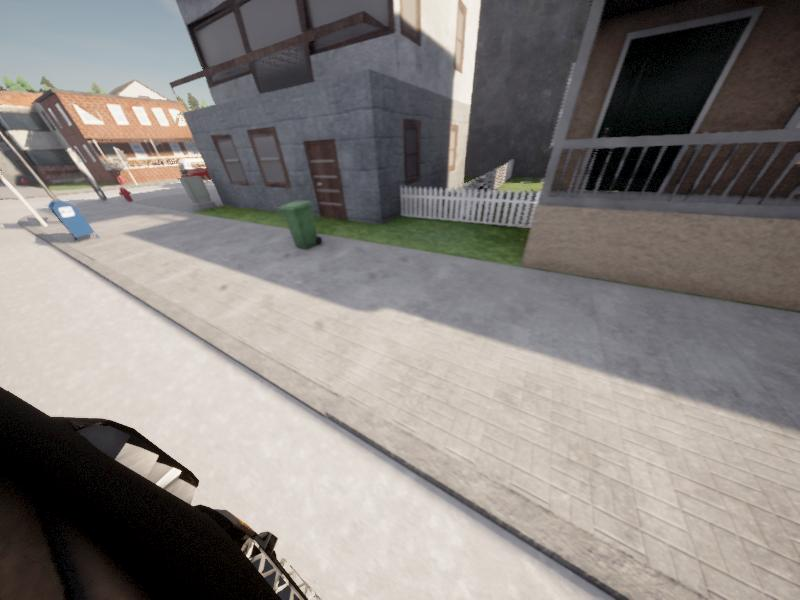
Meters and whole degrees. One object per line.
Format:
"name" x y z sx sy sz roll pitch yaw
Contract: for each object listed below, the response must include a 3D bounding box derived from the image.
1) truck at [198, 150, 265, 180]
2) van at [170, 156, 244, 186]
"truck" -19.143 -15.632 26.618 2.627 2.467 5.204 17 39 28
"van" -18.052 -12.285 21.908 2.069 2.038 4.480 16 38 25
